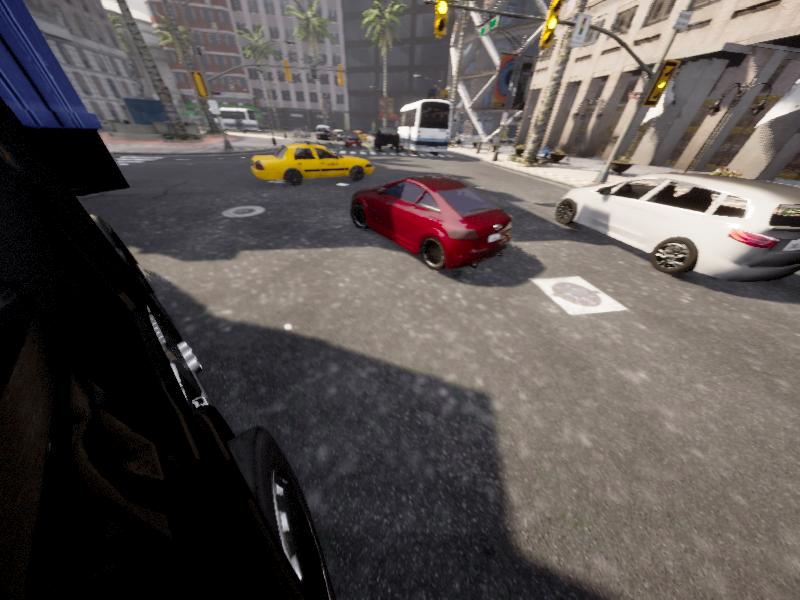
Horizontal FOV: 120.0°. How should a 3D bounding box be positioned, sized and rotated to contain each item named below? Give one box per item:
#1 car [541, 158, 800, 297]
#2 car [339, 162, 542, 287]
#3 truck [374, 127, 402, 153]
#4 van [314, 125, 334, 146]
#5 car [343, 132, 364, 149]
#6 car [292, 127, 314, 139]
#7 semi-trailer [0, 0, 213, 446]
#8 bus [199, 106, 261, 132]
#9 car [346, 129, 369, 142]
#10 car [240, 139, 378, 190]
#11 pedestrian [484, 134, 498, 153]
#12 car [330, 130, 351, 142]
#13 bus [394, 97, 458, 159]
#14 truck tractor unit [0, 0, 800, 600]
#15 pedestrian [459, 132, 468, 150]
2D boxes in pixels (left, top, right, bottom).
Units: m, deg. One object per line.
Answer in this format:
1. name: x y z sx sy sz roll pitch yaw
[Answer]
1. car: 6.233 -2.174 5.587 2.242 1.667 4.611 -4 37 -9
2. car: 0.507 -2.148 5.430 1.994 1.385 4.181 -23 44 -31
3. truck: -1.561 -18.343 26.394 2.390 2.098 6.274 -4 37 -9
4. van: -9.760 -21.127 29.639 2.069 2.038 4.480 -7 38 -13
5. car: -5.914 -20.139 29.034 2.163 1.488 4.792 -6 38 -12
6. car: -17.103 -29.337 40.594 3.633 1.501 1.845 32 45 33
7. semi-trailer: -9.972 -2.079 2.089 14.254 4.402 2.717 9 36 8
8. bus: -38.792 -41.484 53.181 10.273 4.253 3.944 4 37 2
9. car: -7.384 -28.313 39.812 1.801 1.575 5.366 -18 41 -25
10. car: -3.810 -6.288 10.520 5.366 1.575 1.801 -21 43 -28
11. pedestrian: 10.877 -18.758 27.663 0.751 1.860 0.751 -10 39 -16
12. car: -9.687 -26.528 37.357 1.970 1.475 3.806 -18 41 -25
13. bus: 2.107 -18.288 24.758 3.944 4.253 10.273 -4 37 -9
14. truck tractor unit: -2.645 -0.295 0.351 6.516 4.208 3.053 28 44 30
15. pedestrian: 8.190 -20.590 29.944 0.751 1.860 0.751 5 37 3
